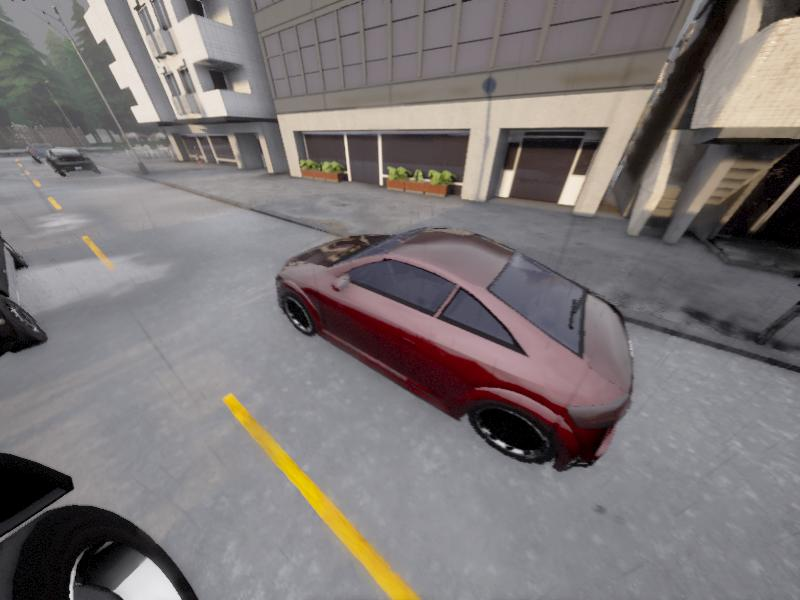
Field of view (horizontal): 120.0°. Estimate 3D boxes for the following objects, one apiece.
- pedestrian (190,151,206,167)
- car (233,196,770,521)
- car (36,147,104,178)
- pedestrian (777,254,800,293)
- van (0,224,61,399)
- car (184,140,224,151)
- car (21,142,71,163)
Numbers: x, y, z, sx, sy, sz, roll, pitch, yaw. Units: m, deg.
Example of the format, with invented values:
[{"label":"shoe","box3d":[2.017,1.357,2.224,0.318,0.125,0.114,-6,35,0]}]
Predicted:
[{"label":"pedestrian","box3d":[-17.002,-11.869,19.459,0.500,1.100,0.500,19,39,25]},{"label":"car","box3d":[0.247,-0.132,2.911,4.181,1.385,1.994,22,41,28]},{"label":"car","box3d":[-23.118,-9.697,16.165,4.892,1.490,1.837,22,41,28]},{"label":"pedestrian","box3d":[7.170,-0.943,3.472,0.751,1.860,0.751,-23,41,-29]},{"label":"van","box3d":[-6.932,-0.719,2.665,5.915,2.561,1.988,22,41,28]},{"label":"car","box3d":[-36.851,-29.176,43.561,2.152,1.651,5.027,22,41,28]},{"label":"car","box3d":[-36.607,-15.344,23.945,5.027,1.651,2.152,25,42,30]}]
